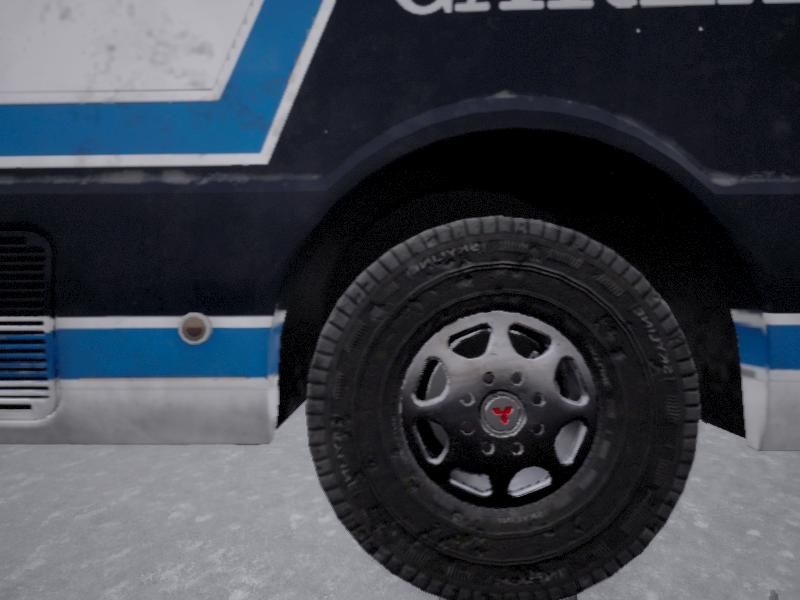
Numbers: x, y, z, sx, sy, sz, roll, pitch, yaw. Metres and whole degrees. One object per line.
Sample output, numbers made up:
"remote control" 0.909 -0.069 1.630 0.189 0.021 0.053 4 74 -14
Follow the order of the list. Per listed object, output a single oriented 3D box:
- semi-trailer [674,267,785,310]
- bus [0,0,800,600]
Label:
"semi-trailer" 38.796 -1.218 48.328 2.717 4.402 14.254 0 0 5
"bus" -1.832 -1.137 2.633 10.273 4.253 3.944 0 0 1
